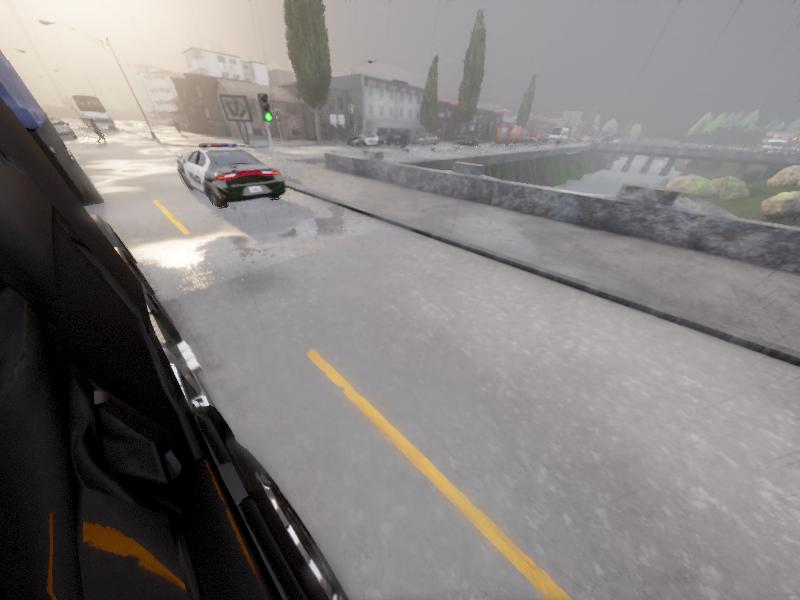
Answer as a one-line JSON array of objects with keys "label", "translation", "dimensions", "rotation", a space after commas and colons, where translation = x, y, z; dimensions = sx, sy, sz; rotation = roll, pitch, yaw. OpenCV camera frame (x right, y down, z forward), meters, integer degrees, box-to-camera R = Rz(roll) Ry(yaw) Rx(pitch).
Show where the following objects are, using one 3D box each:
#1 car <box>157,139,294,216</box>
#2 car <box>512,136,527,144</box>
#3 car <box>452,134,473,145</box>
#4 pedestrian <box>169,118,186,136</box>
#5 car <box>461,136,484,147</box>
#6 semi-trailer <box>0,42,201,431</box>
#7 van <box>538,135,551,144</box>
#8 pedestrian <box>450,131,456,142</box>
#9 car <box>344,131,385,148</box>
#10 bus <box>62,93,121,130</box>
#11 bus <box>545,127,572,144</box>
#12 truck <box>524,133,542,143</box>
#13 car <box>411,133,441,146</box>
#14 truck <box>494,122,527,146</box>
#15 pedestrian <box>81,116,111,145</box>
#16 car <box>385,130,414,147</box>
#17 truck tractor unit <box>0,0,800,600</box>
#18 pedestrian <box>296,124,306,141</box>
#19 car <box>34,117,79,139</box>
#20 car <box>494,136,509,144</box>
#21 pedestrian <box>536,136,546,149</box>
[{"label": "car", "translation": [-6.062, -4.461, 7.954], "dimensions": [4.974, 1.542, 2.038], "rotation": [30, 44, 31]}, {"label": "car", "translation": [32.970, -44.174, 63.645], "dimensions": [1.930, 1.638, 5.238], "rotation": [30, 44, 31]}, {"label": "car", "translation": [12.081, -30.829, 44.404], "dimensions": [1.851, 1.617, 3.988], "rotation": [30, 44, 31]}, {"label": "pedestrian", "translation": [-28.672, -22.246, 29.747], "dimensions": [0.751, 1.860, 0.751], "rotation": [27, 43, 28]}, {"label": "car", "translation": [12.689, -27.566, 40.188], "dimensions": [1.816, 1.474, 4.193], "rotation": [30, 44, 31]}, {"label": "semi-trailer", "translation": [-8.685, -3.618, 4.235], "dimensions": [14.254, 4.402, 2.717], "rotation": [28, 44, 30]}, {"label": "van", "translation": [41.913, -46.424, 66.968], "dimensions": [1.775, 1.987, 4.442], "rotation": [30, 44, 31]}, {"label": "pedestrian", "translation": [11.590, -35.832, 50.642], "dimensions": [0.751, 1.860, 0.751], "rotation": [-24, 45, -31]}, {"label": "car", "translation": [-4.385, -20.247, 29.196], "dimensions": [2.038, 1.542, 4.974], "rotation": [30, 44, 31]}, {"label": "bus", "translation": [-51.044, -31.023, 38.207], "dimensions": [10.273, 4.253, 3.944], "rotation": [30, 44, 31]}, {"label": "bus", "translation": [51.998, -53.851, 75.688], "dimensions": [3.944, 4.253, 10.273], "rotation": [30, 44, 31]}, {"label": "truck", "translation": [40.426, -49.256, 70.253], "dimensions": [2.627, 2.467, 5.204], "rotation": [30, 44, 31]}, {"label": "car", "translation": [4.239, -25.817, 37.156], "dimensions": [2.152, 1.651, 5.027], "rotation": [30, 44, 31]}, {"label": "truck", "translation": [23.863, -35.608, 49.740], "dimensions": [2.891, 3.827, 8.468], "rotation": [30, 44, 31]}, {"label": "pedestrian", "translation": [-24.971, -13.906, 19.005], "dimensions": [0.751, 1.860, 0.751], "rotation": [31, 45, 33]}, {"label": "car", "translation": [-0.073, -23.163, 33.089], "dimensions": [1.905, 1.878, 3.866], "rotation": [30, 44, 31]}, {"label": "truck tractor unit", "translation": [-2.645, -0.295, 0.351], "dimensions": [6.516, 4.208, 3.053], "rotation": [28, 44, 30]}, {"label": "pedestrian", "translation": [-14.173, -24.029, 33.133], "dimensions": [0.751, 1.860, 0.751], "rotation": [-2, 37, -7]}, {"label": "car", "translation": [-33.887, -17.039, 22.854], "dimensions": [3.988, 1.617, 1.851], "rotation": [29, 44, 31]}, {"label": "car", "translation": [24.615, -38.799, 55.981], "dimensions": [1.851, 1.617, 3.988], "rotation": [30, 44, 31]}, {"label": "pedestrian", "translation": [25.729, -28.688, 42.033], "dimensions": [0.751, 1.860, 0.751], "rotation": [32, 45, 33]}]
